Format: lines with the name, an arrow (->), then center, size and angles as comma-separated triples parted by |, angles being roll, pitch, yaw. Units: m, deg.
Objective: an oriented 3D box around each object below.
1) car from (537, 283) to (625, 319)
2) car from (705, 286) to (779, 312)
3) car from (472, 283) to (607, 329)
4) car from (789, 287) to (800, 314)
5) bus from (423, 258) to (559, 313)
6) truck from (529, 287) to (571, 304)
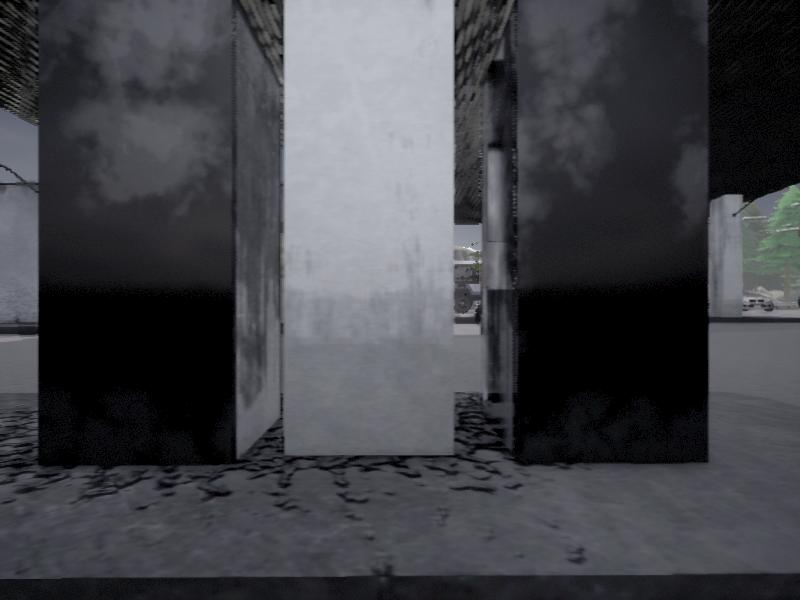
car -> 9.675, 0.054, 21.608 | 3.866, 1.878, 1.905 | 0, 0, 0
car -> 24.326, 0.007, 28.736 | 2.242, 1.667, 4.611 | 0, -2, 15
car -> 5.367, 0.222, 15.924 | 4.611, 1.667, 2.242 | 0, 0, 0
car -> 24.006, 0.037, 21.155 | 2.128, 1.511, 4.902 | 0, 0, 0
bus -> 7.101, -1.137, 32.771 | 10.273, 4.253, 3.944 | 0, 0, 0
truck -> 33.936, -0.931, 90.667 | 8.468, 3.827, 2.891 | 0, 0, 0
